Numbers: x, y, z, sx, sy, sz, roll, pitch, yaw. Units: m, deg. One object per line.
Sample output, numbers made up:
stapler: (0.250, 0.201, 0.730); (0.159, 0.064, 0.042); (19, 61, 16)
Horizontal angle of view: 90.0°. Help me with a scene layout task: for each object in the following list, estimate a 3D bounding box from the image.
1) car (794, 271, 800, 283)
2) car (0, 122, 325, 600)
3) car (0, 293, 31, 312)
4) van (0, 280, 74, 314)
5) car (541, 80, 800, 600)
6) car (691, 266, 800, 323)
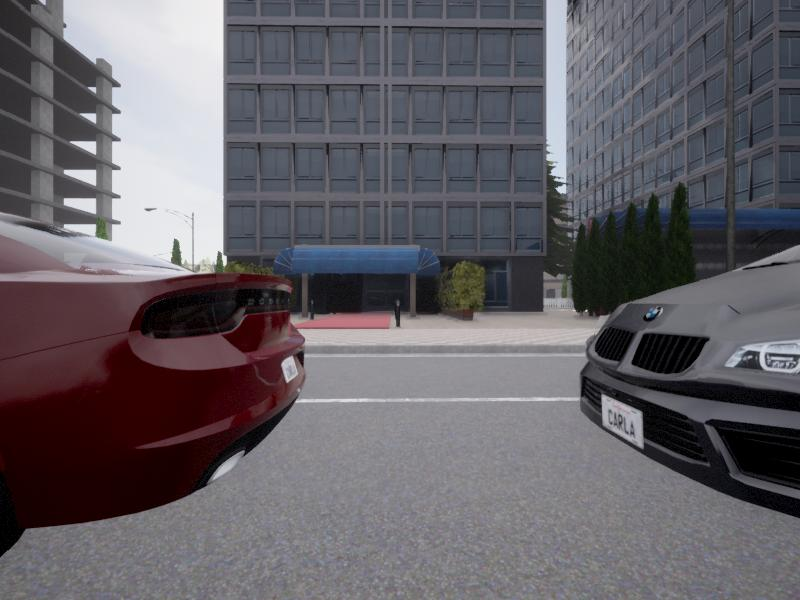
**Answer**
car: (16.540, -0.940, 16.112); (0.945, 0.468, 0.156); (0, 0, 29)
car: (-3.069, 0.223, 2.122); (5.008, 1.535, 1.882); (0, 0, -1)
car: (-33.484, 0.201, 32.650); (1.801, 1.575, 5.366); (0, 0, -1)
van: (-29.976, -0.222, 32.179); (2.351, 2.431, 6.366); (0, 0, -1)
car: (3.516, 0.156, 2.286); (4.611, 1.667, 2.242); (0, 0, -1)
car: (15.472, -0.198, 15.717); (6.274, 2.098, 2.390); (0, 0, 29)
